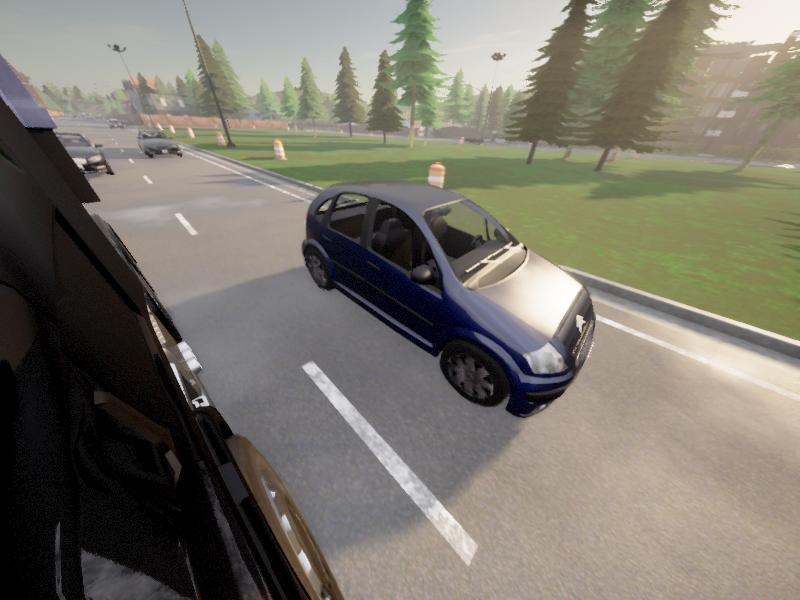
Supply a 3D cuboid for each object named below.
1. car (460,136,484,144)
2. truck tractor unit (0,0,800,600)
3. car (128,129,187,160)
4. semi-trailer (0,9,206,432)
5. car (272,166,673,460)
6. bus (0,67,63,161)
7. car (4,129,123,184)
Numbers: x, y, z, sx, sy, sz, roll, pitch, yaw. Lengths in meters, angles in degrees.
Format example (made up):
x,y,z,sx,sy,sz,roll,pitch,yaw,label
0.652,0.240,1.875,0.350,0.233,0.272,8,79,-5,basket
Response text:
x,y,z,sx,sy,sz,roll,pitch,yaw,label
16.133,-36.011,51.945,4.718,1.301,1.895,31,45,33,car
-2.645,-0.295,0.352,6.516,4.208,3.053,28,44,30,truck tractor unit
-16.354,-10.529,15.552,4.193,1.474,1.816,31,45,32,car
-8.978,-3.387,3.949,14.254,4.402,2.717,25,42,27,semi-trailer
0.320,-0.551,3.079,3.988,1.617,1.851,31,45,33,car
-25.171,-11.304,13.720,10.273,4.253,3.944,31,45,33,bus
-14.402,-6.445,10.158,4.902,1.511,2.128,31,45,32,car
